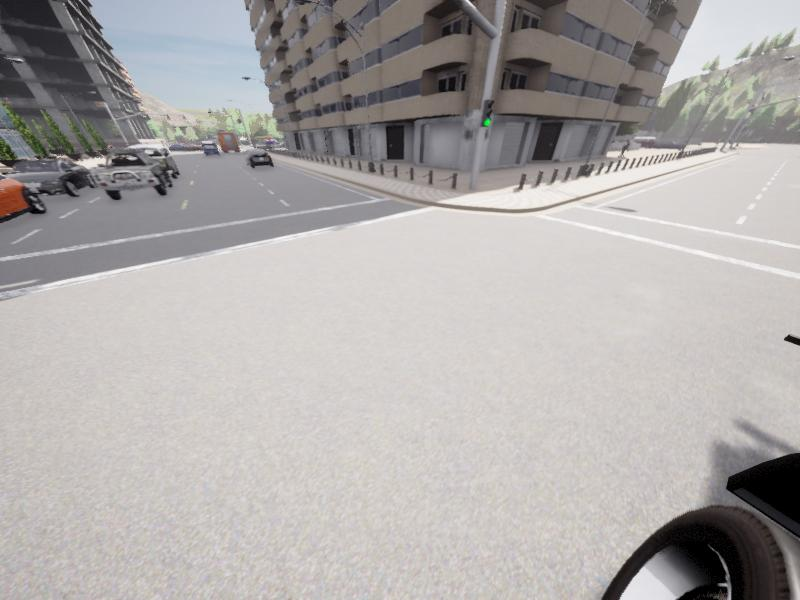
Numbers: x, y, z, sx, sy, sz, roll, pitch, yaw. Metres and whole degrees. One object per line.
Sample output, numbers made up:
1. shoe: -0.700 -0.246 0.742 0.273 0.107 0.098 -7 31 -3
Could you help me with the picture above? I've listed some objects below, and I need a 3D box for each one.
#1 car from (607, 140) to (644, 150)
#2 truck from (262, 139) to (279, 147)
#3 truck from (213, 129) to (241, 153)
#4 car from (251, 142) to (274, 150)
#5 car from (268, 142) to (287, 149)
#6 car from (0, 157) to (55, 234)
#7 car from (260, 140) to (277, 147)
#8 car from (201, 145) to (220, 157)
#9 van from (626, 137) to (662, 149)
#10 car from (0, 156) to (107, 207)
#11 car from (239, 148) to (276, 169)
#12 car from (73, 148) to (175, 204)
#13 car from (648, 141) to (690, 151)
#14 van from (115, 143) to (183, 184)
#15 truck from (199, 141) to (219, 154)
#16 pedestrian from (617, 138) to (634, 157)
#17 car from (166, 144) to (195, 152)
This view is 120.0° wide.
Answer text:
1. car: 47.110 -32.611 48.425 2.152 1.651 5.027 -22 40 -28
2. truck: -44.766 -54.221 79.805 4.478 2.038 2.069 -22 40 -28
3. truck: -36.044 -32.960 48.027 2.891 3.827 8.468 -23 41 -29
4. car: -37.439 -42.052 63.047 4.974 1.542 2.038 -22 41 -28
5. car: -37.170 -47.059 70.228 4.611 1.667 2.242 -22 41 -28
6. car: -13.329 -2.908 6.652 2.097 1.767 4.553 -22 40 -27
7. car: -46.482 -55.472 81.776 4.605 1.855 1.932 -22 40 -28
8. car: -31.129 -24.552 37.966 1.882 1.535 5.008 -22 41 -28
9. van: 51.154 -32.988 48.544 2.069 2.038 4.480 -22 41 -28
10. car: -17.268 -6.056 11.438 2.128 1.511 4.902 -22 40 -27
11. car: -14.054 -13.995 22.738 2.163 1.488 4.792 -22 40 -28
12. car: -13.115 -6.316 11.434 1.932 1.855 4.605 -22 40 -28
13. car: 50.968 -29.346 43.875 1.812 1.442 4.674 -21 40 -27
14. van: -16.976 -9.565 15.976 2.069 2.038 4.480 -22 40 -28
15. truck: -38.157 -30.489 46.034 2.390 2.098 6.274 -23 41 -28
16. pedestrian: 27.792 -18.837 28.530 0.751 1.860 0.751 -29 44 -34
17. car: -51.947 -36.025 54.776 4.674 1.442 1.812 -22 41 -28
